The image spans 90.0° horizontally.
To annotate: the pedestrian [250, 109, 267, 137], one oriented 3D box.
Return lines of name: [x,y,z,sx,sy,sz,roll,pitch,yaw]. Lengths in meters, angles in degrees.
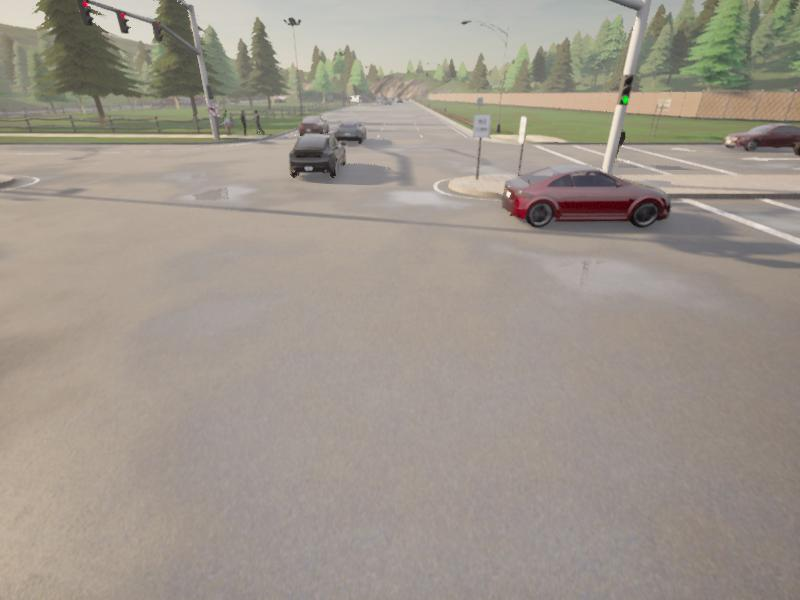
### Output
pedestrian: [-10.724,-13.421,30.290,0.751,1.860,0.751,-16,31,-28]

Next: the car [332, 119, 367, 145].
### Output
car: [-3.503,-12.026,28.488,1.994,1.385,4.181,0,27,0]

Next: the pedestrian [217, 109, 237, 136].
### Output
pedestrian: [-13.111,-13.448,30.348,0.751,1.860,0.751,3,27,5]

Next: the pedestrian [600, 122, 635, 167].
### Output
pedestrian: [9.942,-7.122,18.341,0.751,1.860,0.751,-2,27,-3]

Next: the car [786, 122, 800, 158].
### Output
car: [23.086,-8.310,20.639,3.866,1.878,1.905,0,27,0]

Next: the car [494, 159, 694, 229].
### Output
car: [4.888,-2.875,10.691,4.181,1.385,1.994,-1,27,-1]

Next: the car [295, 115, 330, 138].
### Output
car: [-7.007,-14.155,32.550,1.812,1.442,4.674,0,27,0]

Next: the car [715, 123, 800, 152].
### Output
car: [22.035,-9.717,23.863,4.674,1.442,1.812,0,27,1]

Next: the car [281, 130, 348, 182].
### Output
car: [-3.501,-6.378,17.378,1.837,1.490,4.892,0,27,0]

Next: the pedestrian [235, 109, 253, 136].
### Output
pedestrian: [-11.844,-13.468,30.384,0.751,1.860,0.751,2,27,3]
